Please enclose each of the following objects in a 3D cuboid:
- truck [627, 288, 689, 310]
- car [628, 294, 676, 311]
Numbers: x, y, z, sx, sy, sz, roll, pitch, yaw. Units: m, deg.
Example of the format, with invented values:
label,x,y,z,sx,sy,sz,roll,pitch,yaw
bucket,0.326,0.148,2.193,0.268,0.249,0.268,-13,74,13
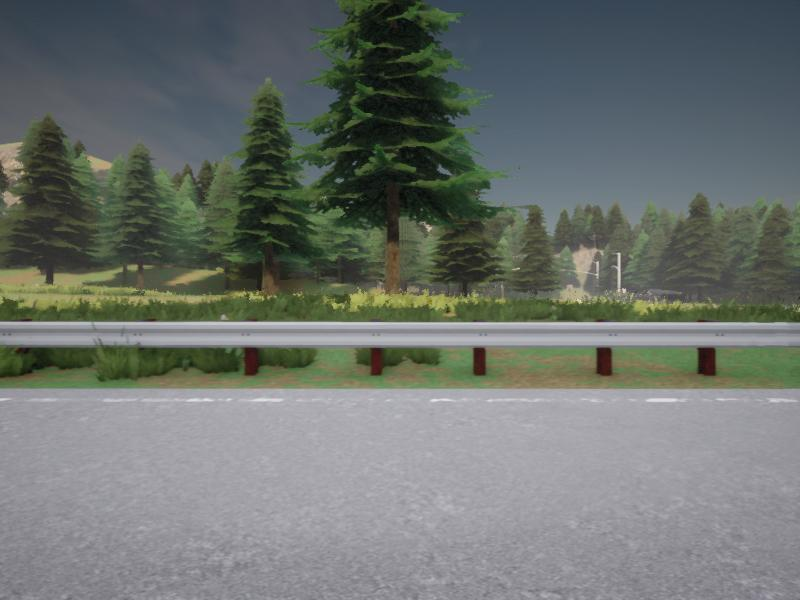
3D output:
label,x,y,z,sx,sy,sz,roll,pitch,yaw
truck,26.617,-0.064,41.648,2.390,2.098,6.274,0,0,0
car,23.121,0.246,36.878,1.816,1.474,4.193,0,0,0
